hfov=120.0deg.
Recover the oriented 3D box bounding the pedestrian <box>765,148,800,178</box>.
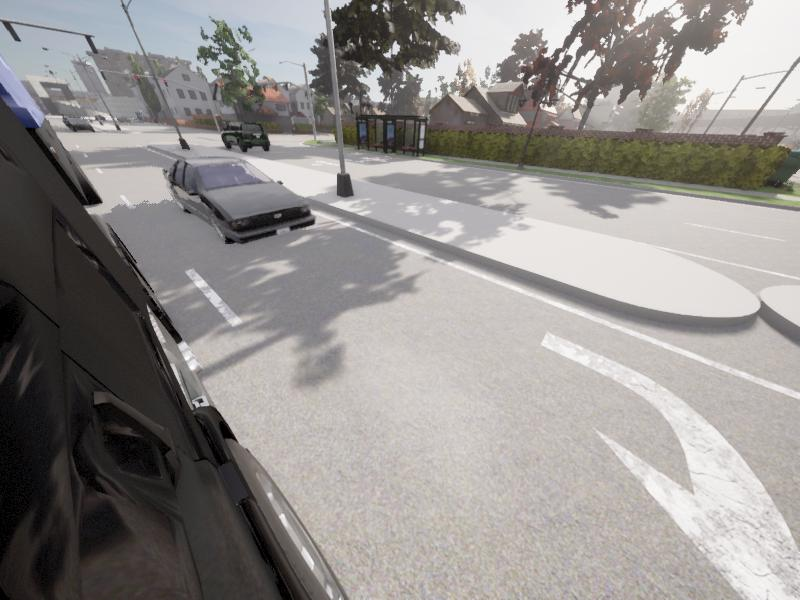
[{"bbox_3d":[29.737,-10.547,17.770,0.751,1.860,0.751,28,44,30],"label":"pedestrian"}]

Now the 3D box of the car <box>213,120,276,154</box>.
[{"bbox_3d":[-13.554,-14.236,20.081,5.566,2.045,2.150,28,44,30],"label":"car"}]

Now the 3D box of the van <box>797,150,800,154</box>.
[{"bbox_3d":[79.631,-29.155,43.908,1.988,2.561,5.915,28,45,30],"label":"van"}]

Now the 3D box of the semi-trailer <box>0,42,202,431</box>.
[{"bbox_3d":[-8.698,-3.609,4.222,14.254,4.402,2.717,28,44,30],"label":"semi-trailer"}]

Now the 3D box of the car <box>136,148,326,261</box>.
[{"bbox_3d":[-4.509,-2.869,6.025,5.357,1.411,2.033,28,44,30],"label":"car"}]

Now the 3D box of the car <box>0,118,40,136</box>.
[{"bbox_3d":[-40.169,-17.609,23.457,1.994,1.385,4.181,-12,39,-19],"label":"car"}]

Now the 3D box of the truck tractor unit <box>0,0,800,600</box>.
[{"bbox_3d":[-2.645,-0.295,0.352,6.516,4.208,3.053,28,44,30],"label":"truck tractor unit"}]

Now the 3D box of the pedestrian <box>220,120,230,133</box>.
[{"bbox_3d":[-31.010,-30.789,40.942,0.751,1.860,0.751,-25,45,-32],"label":"pedestrian"}]

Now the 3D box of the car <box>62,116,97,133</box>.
[{"bbox_3d":[-43.192,-23.667,31.126,5.238,1.638,1.930,28,43,29],"label":"car"}]

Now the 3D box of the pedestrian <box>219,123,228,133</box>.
[{"bbox_3d":[-31.535,-30.763,41.342,0.751,1.300,0.751,-13,40,-20],"label":"pedestrian"}]

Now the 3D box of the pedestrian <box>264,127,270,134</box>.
[{"bbox_3d":[-25.512,-32.567,44.302,0.500,1.100,0.500,28,44,30],"label":"pedestrian"}]

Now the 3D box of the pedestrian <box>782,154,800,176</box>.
[{"bbox_3d":[33.029,-11.276,18.944,0.751,1.860,0.751,27,43,29],"label":"pedestrian"}]

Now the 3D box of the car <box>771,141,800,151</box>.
[{"bbox_3d":[89.838,-35.952,53.913,1.801,1.575,5.366,28,45,30],"label":"car"}]

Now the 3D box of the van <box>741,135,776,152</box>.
[{"bbox_3d":[76.285,-33.441,49.303,1.988,2.561,5.915,28,45,30],"label":"van"}]
